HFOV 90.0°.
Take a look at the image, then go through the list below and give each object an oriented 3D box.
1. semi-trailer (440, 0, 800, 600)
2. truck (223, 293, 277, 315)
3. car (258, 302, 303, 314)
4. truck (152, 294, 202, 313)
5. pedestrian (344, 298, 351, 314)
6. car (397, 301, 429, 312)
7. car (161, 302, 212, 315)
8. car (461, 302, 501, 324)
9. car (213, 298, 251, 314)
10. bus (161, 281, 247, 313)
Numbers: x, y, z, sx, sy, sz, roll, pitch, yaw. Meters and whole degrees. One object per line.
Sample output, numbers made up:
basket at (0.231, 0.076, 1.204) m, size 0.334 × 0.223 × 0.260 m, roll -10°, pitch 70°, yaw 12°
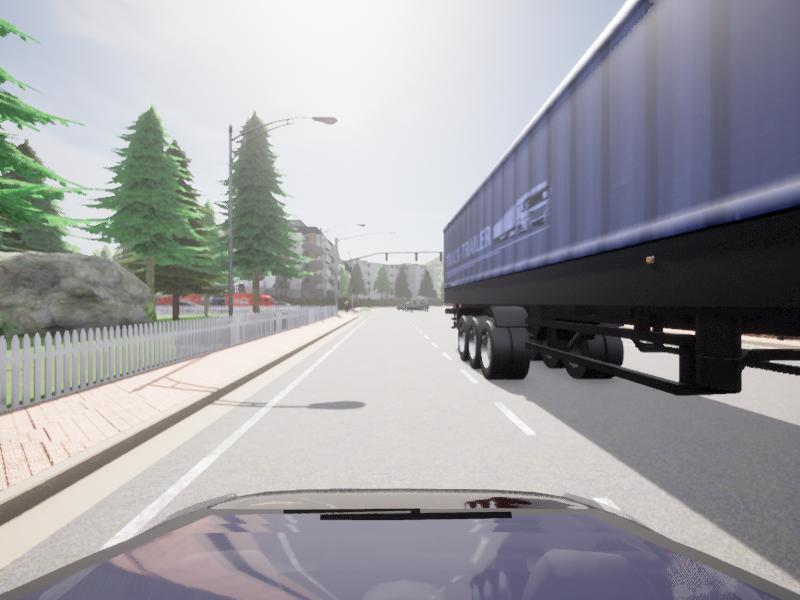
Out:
semi-trailer at (3.062, -0.602, 6.804) m, size 2.717 × 4.402 × 14.254 m, roll 0°, pitch 0°, yaw -2°
truck at (-17.188, 0.458, 46.141) m, size 5.204 × 2.467 × 2.627 m, roll 0°, pitch 0°, yaw 0°
car at (-14.752, 0.944, 49.655) m, size 4.902 × 1.511 × 2.128 m, roll 0°, pitch 0°, yaw 0°
truck at (-29.526, 0.483, 53.059) m, size 5.204 × 2.467 × 2.627 m, roll 1°, pitch 0°, yaw 0°
pedestrian at (-6.244, 0.738, 47.438) m, size 0.751 × 1.860 × 0.751 m, roll 0°, pitch 0°, yaw 3°
car at (1.804, 0.948, 56.763) m, size 4.514 × 1.525 × 2.007 m, roll 0°, pitch 0°, yaw 0°
car at (-24.545, 0.947, 46.090) m, size 4.892 × 1.490 × 1.837 m, roll 0°, pitch 0°, yaw 0°
car at (6.005, 0.887, 30.288) m, size 1.882 × 1.535 × 5.008 m, roll 0°, pitch 0°, yaw -2°
car at (-20.826, 0.755, 49.613) m, size 3.866 × 1.878 × 1.905 m, roll 0°, pitch 0°, yaw -1°
bus at (-27.461, -0.409, 56.455) m, size 10.273 × 4.253 × 3.944 m, roll 0°, pitch 0°, yaw 0°
